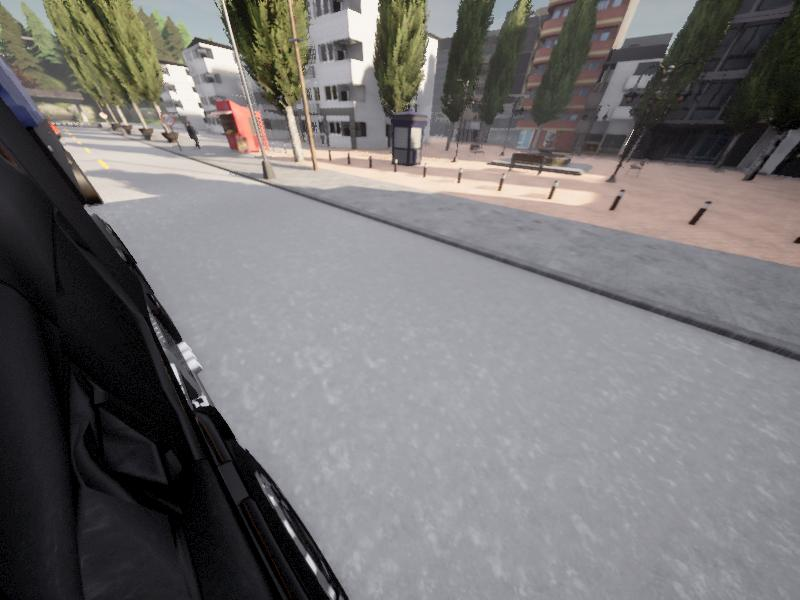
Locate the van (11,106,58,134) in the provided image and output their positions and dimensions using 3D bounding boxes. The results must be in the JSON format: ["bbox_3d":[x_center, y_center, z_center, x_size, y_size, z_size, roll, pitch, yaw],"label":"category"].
[{"bbox_3d":[-45.470,-22.474,28.869,5.915,2.561,1.988,28,44,30],"label":"van"}]

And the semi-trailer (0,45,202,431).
[{"bbox_3d":[-8.706,-3.589,4.237,14.254,4.402,2.717,28,44,30],"label":"semi-trailer"}]

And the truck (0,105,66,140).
[{"bbox_3d":[-35.397,-17.045,22.277,5.204,2.467,2.627,28,44,30],"label":"truck"}]

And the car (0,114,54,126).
[{"bbox_3d":[-68.887,-33.270,42.759,4.974,1.542,2.038,-6,38,-10],"label":"car"}]

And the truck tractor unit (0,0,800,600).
[{"bbox_3d":[-2.645,-0.295,0.351,6.516,4.208,3.053,28,44,30],"label":"truck tractor unit"}]

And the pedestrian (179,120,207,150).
[{"bbox_3d":[-16.168,-12.857,18.070,0.751,1.860,0.751,19,40,21],"label":"pedestrian"}]

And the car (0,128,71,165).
[{"bbox_3d":[-20.311,-8.541,12.717,4.181,1.385,1.994,28,44,30],"label":"car"}]
